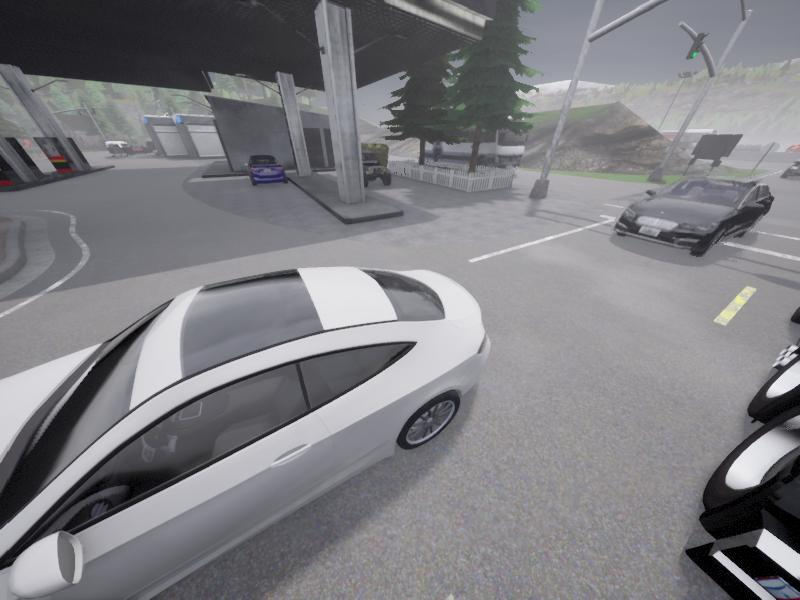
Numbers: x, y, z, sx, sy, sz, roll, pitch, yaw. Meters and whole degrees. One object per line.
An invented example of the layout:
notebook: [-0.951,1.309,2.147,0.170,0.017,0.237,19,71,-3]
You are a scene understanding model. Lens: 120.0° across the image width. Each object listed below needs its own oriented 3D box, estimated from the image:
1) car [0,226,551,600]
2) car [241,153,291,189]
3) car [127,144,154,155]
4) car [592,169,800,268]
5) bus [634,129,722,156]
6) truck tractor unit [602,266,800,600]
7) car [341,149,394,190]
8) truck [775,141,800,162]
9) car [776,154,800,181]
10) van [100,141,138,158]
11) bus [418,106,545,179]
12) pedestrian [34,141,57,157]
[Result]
car: [-1.279,0.678,1.915,4.674,1.442,1.812,-18,38,-25]
car: [-9.248,-8.986,15.820,2.242,1.667,4.611,-18,39,-25]
car: [-48.113,-28.057,42.982,2.007,1.525,4.514,-18,39,-24]
car: [8.164,-2.499,6.320,4.902,1.511,2.128,-16,38,-22]
bus: [57.616,-33.061,48.502,3.944,4.253,10.273,-18,39,-24]
truck tractor unit: [5.112,-0.300,0.778,6.516,4.208,3.053,-18,39,-24]
car: [-2.173,-8.580,14.997,1.905,1.878,3.866,-18,39,-25]
truck: [60.396,-21.599,33.633,2.627,2.467,5.204,-18,39,-24]
car: [30.433,-9.772,16.911,4.974,1.542,2.038,-18,39,-24]
van: [-43.118,-23.296,35.675,2.069,2.038,4.480,-18,39,-24]
bus: [6.227,-13.982,20.738,3.944,4.253,10.273,-18,38,-24]
pedestrian: [-49.918,-21.234,32.512,0.751,1.860,0.751,-16,38,-22]
